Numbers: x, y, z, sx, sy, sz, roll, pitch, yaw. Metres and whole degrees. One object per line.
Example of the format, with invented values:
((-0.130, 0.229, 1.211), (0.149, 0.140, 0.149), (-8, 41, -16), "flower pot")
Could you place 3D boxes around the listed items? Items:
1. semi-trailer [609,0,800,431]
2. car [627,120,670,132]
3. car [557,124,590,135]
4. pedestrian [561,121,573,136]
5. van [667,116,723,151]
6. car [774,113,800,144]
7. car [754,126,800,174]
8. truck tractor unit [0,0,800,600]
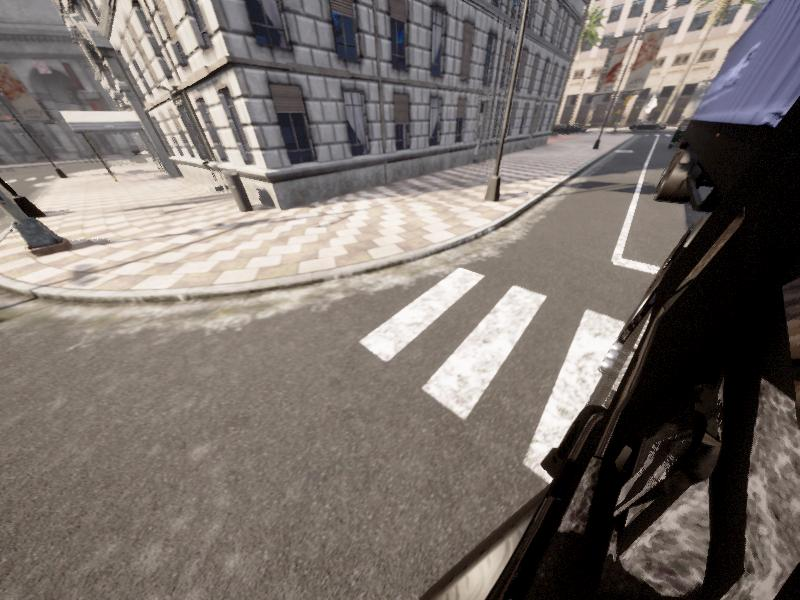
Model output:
((8.167, -3.916, 4.695), (2.717, 4.402, 14.254), (27, 46, 34), "semi-trailer")
((43.522, -30.511, 40.587), (4.902, 1.511, 2.128), (27, 46, 34), "car")
((33.232, -32.787, 44.417), (4.674, 1.442, 1.812), (26, 45, 33), "car")
((27.460, -28.201, 37.980), (0.751, 1.860, 0.751), (-1, 37, 3), "pedestrian")
((22.488, -12.878, 17.847), (1.775, 1.987, 4.442), (27, 46, 34), "van")
((32.599, -13.606, 18.227), (1.932, 1.855, 4.605), (27, 46, 34), "car")
((18.489, -6.780, 10.310), (1.837, 1.490, 4.892), (27, 46, 34), "car")
((2.645, -0.295, 0.351), (6.516, 4.208, 3.053), (-28, 44, -30), "truck tractor unit")
